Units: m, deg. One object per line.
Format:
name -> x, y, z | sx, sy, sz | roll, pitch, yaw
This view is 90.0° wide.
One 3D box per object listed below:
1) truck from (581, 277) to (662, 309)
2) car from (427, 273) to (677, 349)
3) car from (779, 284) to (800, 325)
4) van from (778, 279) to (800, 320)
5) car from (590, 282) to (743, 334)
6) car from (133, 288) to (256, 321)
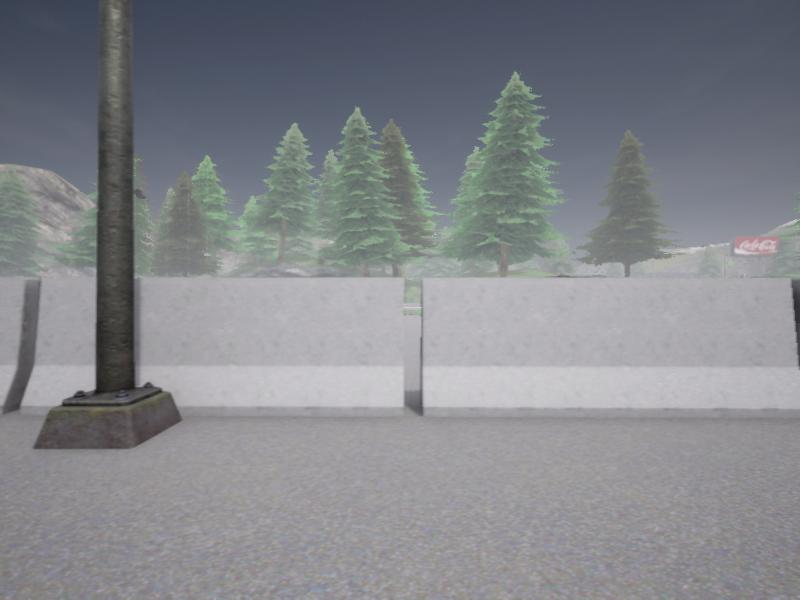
truck -> 27.690, -0.902, 50.386 | 8.468, 3.827, 2.891 | 0, 0, 16
car -> 3.174, 0.228, 9.199 | 4.974, 1.542, 2.038 | 0, 0, 0
car -> 18.720, 0.176, 16.194 | 4.611, 1.667, 2.242 | 0, 0, 0
van -> 21.848, -0.004, 19.700 | 4.480, 2.038, 2.069 | 0, 0, 0
car -> 8.282, 0.235, 12.714 | 3.633, 1.501, 1.845 | 0, 0, 0
car -> -9.965, 0.215, 19.699 | 4.974, 1.542, 2.038 | 0, 0, 0
